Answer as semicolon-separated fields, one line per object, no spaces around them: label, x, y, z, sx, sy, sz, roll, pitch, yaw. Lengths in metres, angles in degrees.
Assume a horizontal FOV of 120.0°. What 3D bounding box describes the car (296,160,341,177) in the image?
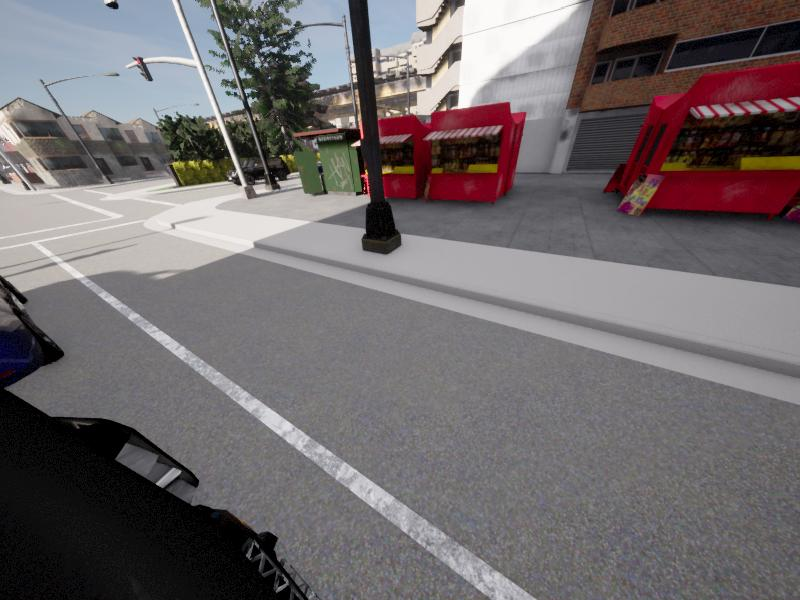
car;-9.316;-15.289;26.771;1.895;1.301;4.718;15;38;27

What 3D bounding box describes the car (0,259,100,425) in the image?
car;-6.372;0.266;2.730;4.792;1.488;2.163;15;38;26

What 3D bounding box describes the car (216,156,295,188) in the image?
car;-13.016;-11.964;21.371;2.150;2.045;5.566;15;38;27
